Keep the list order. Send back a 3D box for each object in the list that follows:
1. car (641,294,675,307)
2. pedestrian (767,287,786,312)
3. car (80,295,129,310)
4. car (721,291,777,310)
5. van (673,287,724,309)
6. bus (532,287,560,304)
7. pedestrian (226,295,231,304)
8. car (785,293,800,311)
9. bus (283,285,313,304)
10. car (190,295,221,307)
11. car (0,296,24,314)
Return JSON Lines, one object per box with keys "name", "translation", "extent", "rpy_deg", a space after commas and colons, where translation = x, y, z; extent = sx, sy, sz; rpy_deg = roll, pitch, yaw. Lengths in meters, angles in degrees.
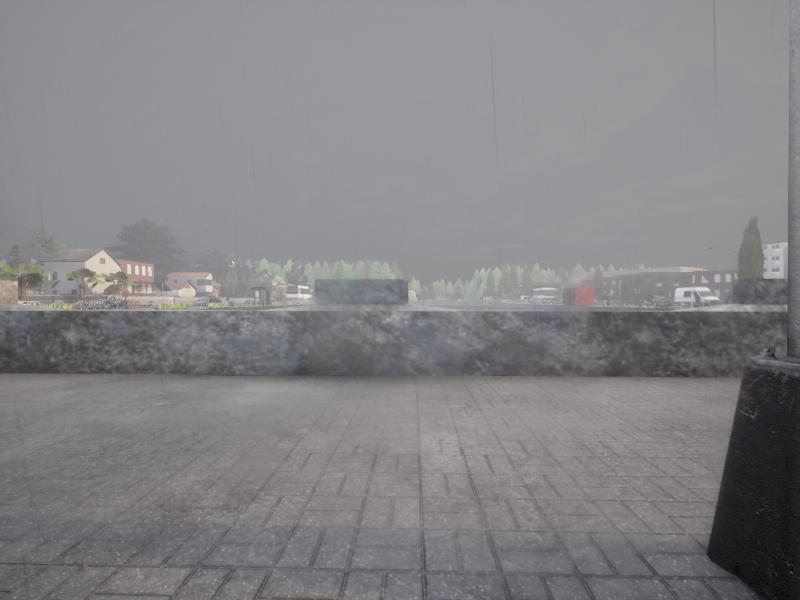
{"name": "car", "translation": [37.128, 0.095, 57.812], "extent": [2.097, 1.767, 4.553], "rpy_deg": [0, 0, 2]}
{"name": "pedestrian", "translation": [28.057, -0.053, 29.802], "extent": [0.751, 1.860, 0.751], "rpy_deg": [0, 0, 1]}
{"name": "car", "translation": [-29.225, 0.253, 39.771], "extent": [1.970, 1.475, 3.806], "rpy_deg": [0, 0, 2]}
{"name": "car", "translation": [36.603, 0.052, 42.120], "extent": [1.932, 1.855, 4.605], "rpy_deg": [0, 0, 2]}
{"name": "van", "translation": [36.850, -0.278, 49.652], "extent": [1.988, 2.561, 5.915], "rpy_deg": [0, 0, 2]}
{"name": "bus", "translation": [38.895, -1.139, 107.037], "extent": [3.944, 4.253, 10.273], "rpy_deg": [0, 0, 2]}
{"name": "pedestrian", "translation": [-33.076, -0.067, 77.090], "extent": [0.751, 1.860, 0.751], "rpy_deg": [0, 0, 1]}
{"name": "car", "translation": [36.340, 0.201, 34.239], "extent": [1.801, 1.575, 5.366], "rpy_deg": [0, 0, 2]}
{"name": "bus", "translation": [-23.545, -1.139, 93.042], "extent": [3.944, 4.253, 10.273], "rpy_deg": [0, 0, 2]}
{"name": "car", "translation": [-28.576, 0.179, 59.033], "extent": [2.033, 1.649, 4.856], "rpy_deg": [0, 0, 2]}
{"name": "car", "translation": [-29.621, 0.344, 28.117], "extent": [1.895, 1.301, 4.718], "rpy_deg": [0, 0, 2]}
